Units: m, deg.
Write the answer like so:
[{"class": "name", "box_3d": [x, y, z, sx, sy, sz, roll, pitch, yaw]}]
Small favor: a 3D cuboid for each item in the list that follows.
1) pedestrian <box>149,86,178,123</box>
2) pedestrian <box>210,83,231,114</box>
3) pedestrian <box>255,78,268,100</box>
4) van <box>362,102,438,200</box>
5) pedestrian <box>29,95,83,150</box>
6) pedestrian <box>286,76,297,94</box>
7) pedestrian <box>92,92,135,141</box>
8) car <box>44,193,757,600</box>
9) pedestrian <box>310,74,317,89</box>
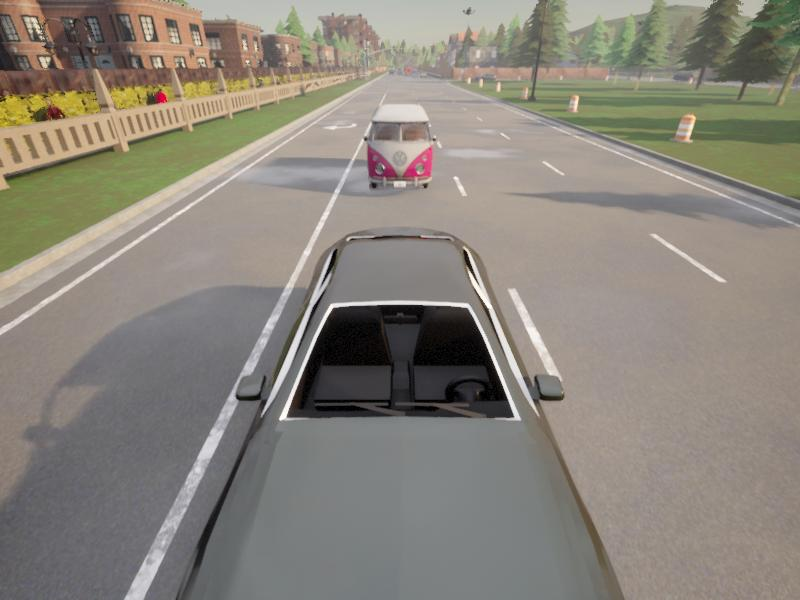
[{"class": "pedestrian", "box_3d": [-13.477, -11.157, 22.858, 0.751, 1.860, 0.751, 0, 30, 0]}, {"class": "pedestrian", "box_3d": [-12.331, -13.908, 27.557, 0.751, 1.860, 0.751, 0, 30, 0]}, {"class": "pedestrian", "box_3d": [-13.419, -20.519, 38.852, 0.751, 1.860, 0.751, 0, 30, 0]}, {"class": "van", "box_3d": [0.000, -4.591, 11.870, 1.775, 1.987, 4.442, 0, 30, 0]}, {"class": "pedestrian", "box_3d": [-13.373, -6.922, 15.623, 0.751, 1.860, 0.751, 0, 30, 0]}, {"class": "pedestrian", "box_3d": [-12.633, -25.074, 46.632, 0.751, 1.860, 0.751, 0, 30, 0]}, {"class": "pedestrian", "box_3d": [-12.392, -7.931, 17.347, 0.751, 1.860, 0.751, 0, 30, -1]}, {"class": "car", "box_3d": [0.002, 0.621, 3.328, 2.152, 1.651, 5.027, 0, 30, 0]}, {"class": "pedestrian", "box_3d": [-12.186, -30.773, 56.371, 0.751, 1.860, 0.751, 0, 30, 0]}]
